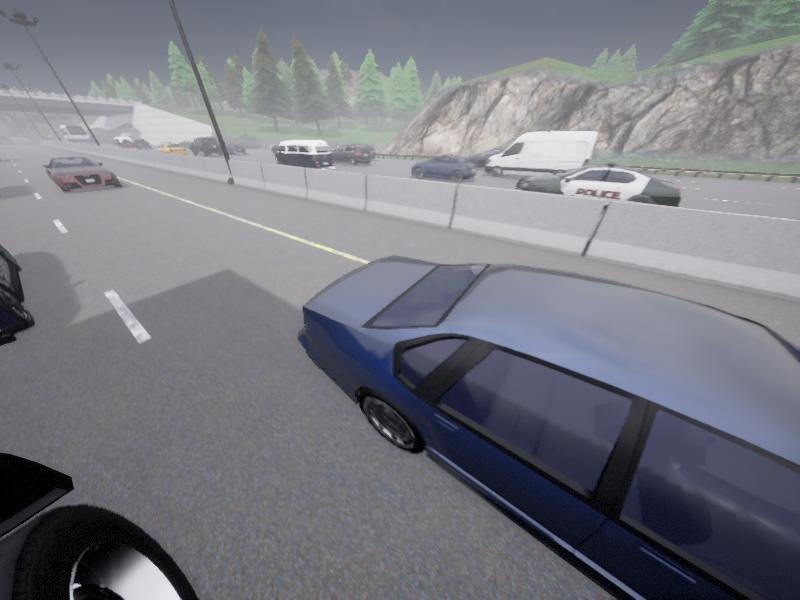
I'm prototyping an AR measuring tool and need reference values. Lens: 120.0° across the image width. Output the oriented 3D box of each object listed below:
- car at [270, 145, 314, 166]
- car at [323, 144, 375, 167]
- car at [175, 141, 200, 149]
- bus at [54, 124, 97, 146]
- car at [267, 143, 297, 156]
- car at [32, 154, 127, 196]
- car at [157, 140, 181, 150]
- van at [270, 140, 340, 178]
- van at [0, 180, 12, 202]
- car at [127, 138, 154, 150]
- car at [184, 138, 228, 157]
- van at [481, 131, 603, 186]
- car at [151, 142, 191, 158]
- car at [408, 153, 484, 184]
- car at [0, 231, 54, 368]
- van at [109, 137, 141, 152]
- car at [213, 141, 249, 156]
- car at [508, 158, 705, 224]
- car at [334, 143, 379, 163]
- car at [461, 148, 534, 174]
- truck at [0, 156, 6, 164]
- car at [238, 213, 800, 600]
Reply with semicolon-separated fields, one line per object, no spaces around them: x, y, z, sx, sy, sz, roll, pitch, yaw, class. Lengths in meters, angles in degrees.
-10.438;-13.995;22.315;3.705;1.549;1.789;22;41;28;car
-4.975;-14.287;22.676;4.611;1.667;2.242;22;41;28;car
-44.885;-32.811;48.834;5.357;1.411;2.033;22;41;28;car
-82.526;-41.786;58.740;10.273;4.253;3.944;22;41;28;bus
-16.766;-21.466;32.876;3.633;1.501;1.845;22;41;28;car
-16.209;-6.428;11.693;4.181;1.385;1.994;22;41;28;car
-46.115;-30.872;46.028;4.674;1.442;1.812;22;41;28;car
-6.829;-10.273;16.647;4.480;2.038;2.069;22;41;28;van
-18.774;-5.290;9.465;4.480;2.038;2.069;23;41;27;van
-50.416;-30.333;44.855;4.605;1.855;1.932;23;41;27;car
-26.076;-20.537;31.026;5.566;2.045;2.150;22;41;28;car
8.642;-9.125;14.722;5.915;2.561;1.988;22;41;28;van
-29.283;-19.188;29.490;5.366;1.575;1.801;22;41;28;car
2.835;-8.539;14.855;4.181;1.385;1.994;22;41;28;car
-7.078;-0.377;2.967;4.856;1.649;2.033;22;40;27;car
-46.661;-26.423;39.197;4.480;2.038;2.069;22;41;28;van
-24.857;-22.326;33.943;5.027;1.651;2.152;22;41;28;car
7.209;-4.375;8.847;4.974;1.542;2.038;22;41;28;car
-4.919;-16.719;26.127;4.611;1.667;2.242;22;41;28;car
7.884;-11.464;18.927;4.902;1.511;2.128;22;41;28;car
-40.507;-14.274;21.649;5.204;2.467;2.627;22;41;28;truck
1.498;0.741;1.662;5.357;1.411;2.033;22;41;28;car
